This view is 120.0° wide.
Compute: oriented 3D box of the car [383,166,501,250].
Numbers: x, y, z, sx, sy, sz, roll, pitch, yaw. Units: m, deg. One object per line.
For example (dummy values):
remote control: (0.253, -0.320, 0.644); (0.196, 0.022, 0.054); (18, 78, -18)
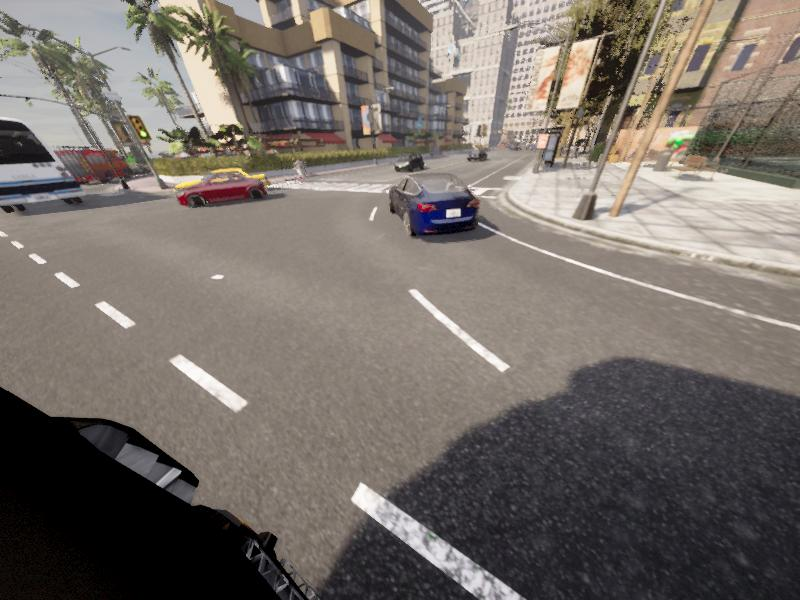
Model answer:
car: (0.863, -3.330, 7.564); (2.163, 1.488, 4.792); (-8, 34, -8)

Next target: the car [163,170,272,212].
car: (-9.632, -6.054, 12.568); (4.181, 1.385, 1.994); (-22, 38, -27)

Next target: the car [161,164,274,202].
car: (-11.558, -7.805, 15.157); (5.366, 1.575, 1.801); (-21, 38, -25)

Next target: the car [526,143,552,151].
car: (31.677, -34.959, 52.887); (2.033, 1.411, 5.357); (-10, 34, -10)

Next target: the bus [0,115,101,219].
bus: (-23.872, -8.054, 14.061); (10.273, 4.253, 3.944); (18, 39, 28)

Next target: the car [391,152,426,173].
car: (0.971, -14.247, 23.871); (1.851, 1.617, 3.988); (15, 38, 25)

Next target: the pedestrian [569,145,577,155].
pedestrian: (24.233, -20.991, 32.381); (0.500, 1.100, 0.500); (20, 40, 31)

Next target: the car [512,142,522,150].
car: (32.782, -43.137, 64.660); (1.905, 1.878, 3.866); (15, 38, 25)

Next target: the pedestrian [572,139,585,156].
pedestrian: (23.097, -19.788, 29.970); (0.751, 1.860, 0.751); (20, 40, 30)

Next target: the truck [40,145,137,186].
truck: (-37.987, -16.941, 28.898); (2.891, 3.827, 8.468); (-16, 36, -19)

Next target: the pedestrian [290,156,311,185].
pedestrian: (-7.650, -9.958, 17.802); (0.751, 1.860, 0.751); (12, 37, 22)

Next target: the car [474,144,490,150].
car: (30.206, -56.407, 85.144); (5.366, 1.575, 1.801); (25, 42, 35)

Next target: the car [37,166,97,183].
car: (-50.331, -19.149, 35.158); (2.152, 1.651, 5.027); (-6, 34, -5)

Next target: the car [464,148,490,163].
car: (10.906, -20.397, 32.560); (2.033, 1.411, 5.357); (15, 38, 25)

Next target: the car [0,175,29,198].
car: (-35.145, -9.756, 19.991); (1.970, 1.475, 3.806); (-27, 40, -31)

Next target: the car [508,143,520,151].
car: (29.696, -39.853, 60.192); (2.033, 1.649, 4.856); (15, 38, 25)

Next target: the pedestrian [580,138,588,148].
pedestrian: (41.405, -35.356, 52.000); (0.751, 1.860, 0.751); (-21, 37, -25)

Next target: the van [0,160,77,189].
van: (-45.092, -15.809, 28.902); (1.988, 2.561, 5.915); (-12, 35, -13)

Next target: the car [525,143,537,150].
car: (36.002, -42.296, 63.520); (2.163, 1.488, 4.792); (15, 38, 25)

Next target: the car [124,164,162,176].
car: (-43.895, -22.279, 39.605); (1.994, 1.385, 4.181); (-5, 34, -2)
